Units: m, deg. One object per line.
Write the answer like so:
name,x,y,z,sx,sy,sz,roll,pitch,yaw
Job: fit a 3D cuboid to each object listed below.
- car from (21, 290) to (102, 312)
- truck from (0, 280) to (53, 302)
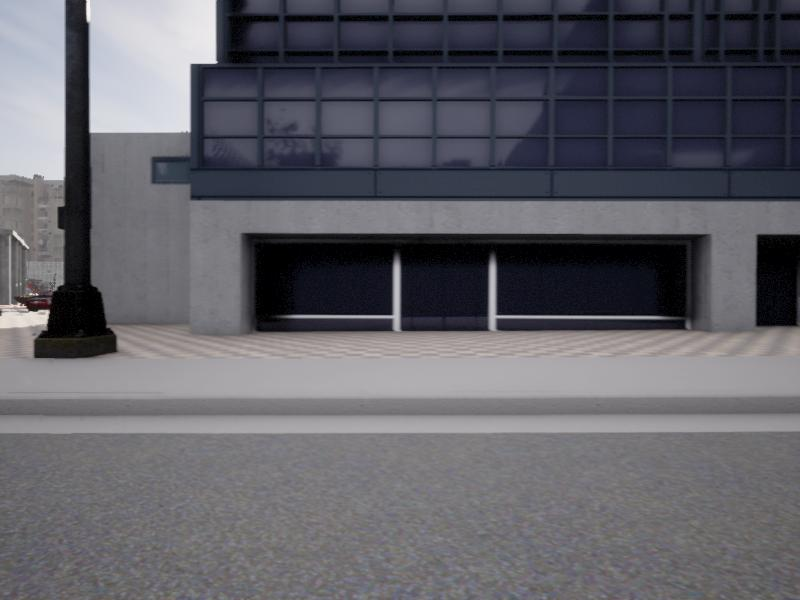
car,-23.115,0.080,27.551,1.994,1.385,4.181,0,0,2
truck,-66.699,-1.615,70.782,8.468,3.827,2.891,0,0,3
